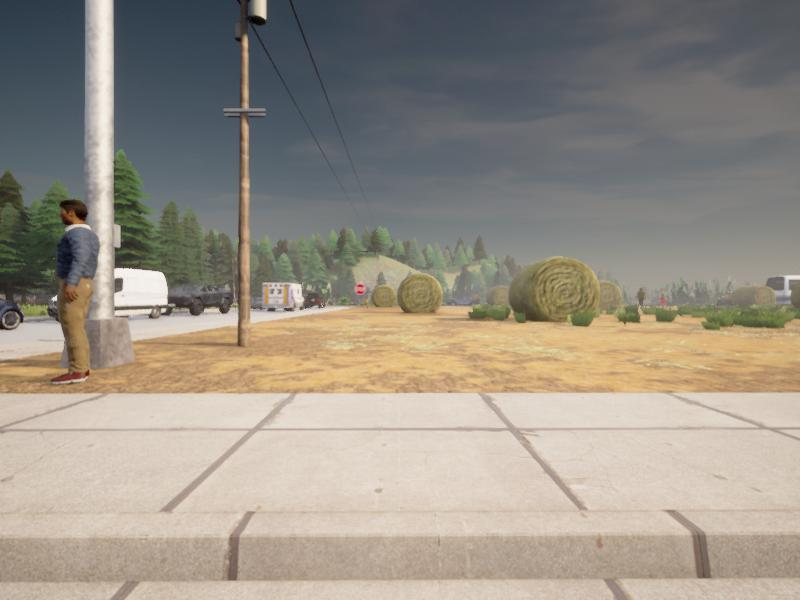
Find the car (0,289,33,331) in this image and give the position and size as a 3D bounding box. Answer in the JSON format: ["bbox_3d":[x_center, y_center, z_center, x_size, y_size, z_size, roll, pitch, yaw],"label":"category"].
[{"bbox_3d":[-13.993,0.326,12.052,1.994,1.385,4.181,0,0,1],"label":"car"}]

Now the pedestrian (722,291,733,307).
[{"bbox_3d":[39.746,-0.099,48.558,0.751,1.860,0.751,0,0,0],"label":"pedestrian"}]

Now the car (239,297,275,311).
[{"bbox_3d":[-13.775,0.363,38.836,1.895,1.301,4.718,0,0,0],"label":"car"}]

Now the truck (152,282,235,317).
[{"bbox_3d":[-13.830,-0.039,27.415,2.390,2.098,6.274,0,0,1],"label":"truck"}]

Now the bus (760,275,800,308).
[{"bbox_3d":[54.906,-1.113,53.130,10.273,4.253,3.944,0,0,3],"label":"bus"}]

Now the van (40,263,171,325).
[{"bbox_3d":[-13.924,-0.258,19.537,1.988,2.561,5.915,0,0,1],"label":"van"}]

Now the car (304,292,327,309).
[{"bbox_3d":[-10.148,0.068,48.230,1.905,1.878,3.866,0,0,1],"label":"car"}]

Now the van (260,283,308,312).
[{"bbox_3d":[-10.263,-0.201,36.037,2.351,2.431,6.366,0,0,1],"label":"van"}]

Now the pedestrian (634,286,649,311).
[{"bbox_3d":[18.839,-0.108,31.204,0.751,1.860,0.751,0,0,-40],"label":"pedestrian"}]

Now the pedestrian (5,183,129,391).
[{"bbox_3d":[-3.307,-0.113,4.061,0.751,1.860,0.751,0,0,-20],"label":"pedestrian"}]

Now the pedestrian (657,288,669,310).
[{"bbox_3d":[23.110,-0.106,35.122,0.751,1.860,0.751,0,0,45],"label":"pedestrian"}]

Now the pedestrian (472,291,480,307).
[{"bbox_3d":[9.287,-0.110,48.802,0.751,1.860,0.751,0,0,25],"label":"pedestrian"}]

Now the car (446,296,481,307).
[{"bbox_3d":[9.325,0.176,59.164,4.856,1.649,2.033,0,0,3],"label":"car"}]
